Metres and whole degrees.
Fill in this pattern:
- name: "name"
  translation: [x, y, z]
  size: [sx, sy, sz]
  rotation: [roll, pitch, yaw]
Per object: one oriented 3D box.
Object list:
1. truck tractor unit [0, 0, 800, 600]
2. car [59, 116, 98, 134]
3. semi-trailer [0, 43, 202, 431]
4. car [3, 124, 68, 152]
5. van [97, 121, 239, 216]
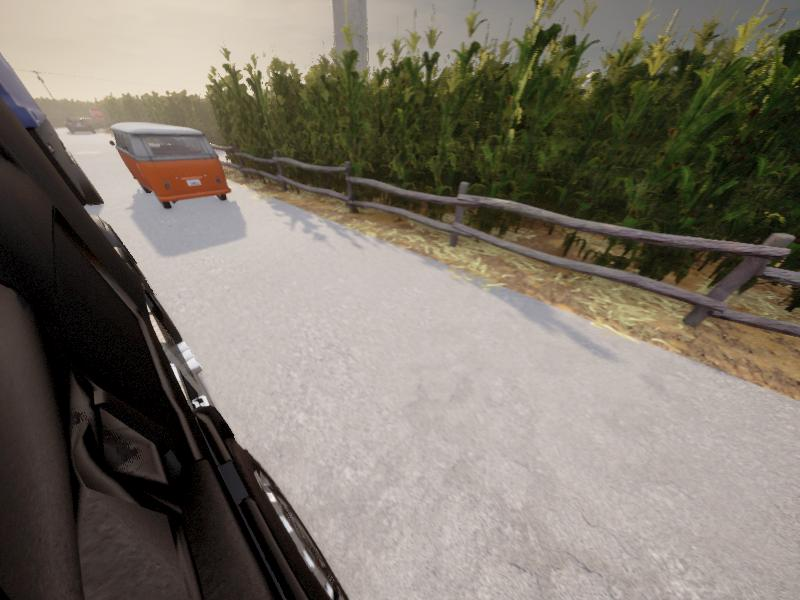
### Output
- name: "truck tractor unit"
  translation: [-2.645, -0.295, 0.351]
  size: [6.516, 4.208, 3.053]
  rotation: [28, 44, 30]
- name: "car"
  translation: [-42.022, -22.855, 30.177]
  size: [4.611, 1.667, 2.242]
  rotation: [28, 44, 30]
- name: "semi-trailer"
  translation: [-8.694, -3.604, 4.237]
  size: [14.254, 4.402, 2.717]
  rotation: [28, 44, 30]
- name: "car"
  translation: [-25.721, -11.523, 16.369]
  size: [4.718, 1.301, 1.895]
  rotation: [27, 43, 29]
- name: "van"
  translation: [-7.404, -4.383, 7.381]
  size: [4.442, 1.987, 1.775]
  rotation: [28, 44, 30]
